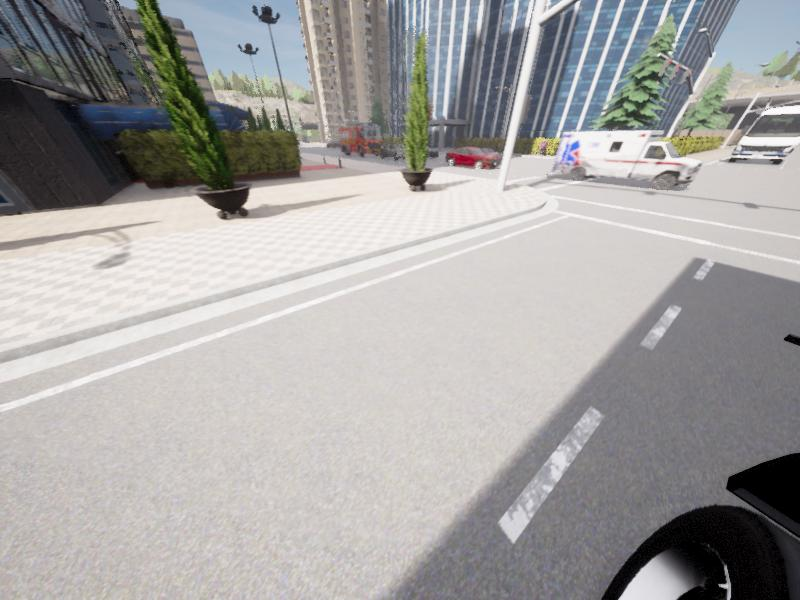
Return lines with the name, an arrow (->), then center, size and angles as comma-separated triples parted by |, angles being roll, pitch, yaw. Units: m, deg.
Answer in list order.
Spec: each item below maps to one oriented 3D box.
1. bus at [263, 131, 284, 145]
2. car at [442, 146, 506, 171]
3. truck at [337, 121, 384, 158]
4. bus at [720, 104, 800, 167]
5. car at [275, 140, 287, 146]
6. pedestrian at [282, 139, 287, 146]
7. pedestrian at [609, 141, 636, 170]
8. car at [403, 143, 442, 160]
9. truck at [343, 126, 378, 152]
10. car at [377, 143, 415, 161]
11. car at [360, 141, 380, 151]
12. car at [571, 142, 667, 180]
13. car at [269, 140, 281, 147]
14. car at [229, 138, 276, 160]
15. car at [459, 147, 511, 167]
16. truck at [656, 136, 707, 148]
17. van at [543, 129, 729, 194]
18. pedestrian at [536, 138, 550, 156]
bus -> -47.065, -60.041, 85.671 | 3.944, 4.253, 10.273 | -22, 41, -28
car -> 6.128, -12.246, 19.861 | 1.882, 1.535, 5.008 | -22, 41, -28
truck -> -5.741, -22.832, 32.979 | 2.891, 3.827, 8.468 | -22, 40, -27
bus -> 36.350, -15.775, 22.239 | 10.273, 4.253, 3.944 | -22, 41, -28
car -> -40.788, -53.730, 79.038 | 2.242, 1.667, 4.611 | -22, 41, -28
pedestrian -> -37.588, -51.280, 75.216 | 0.751, 1.860, 0.751 | -21, 40, -26
pedestrian -> 17.565, -11.414, 18.259 | 0.751, 1.860, 0.751 | -28, 44, -33
car -> 2.653, -18.593, 28.793 | 1.930, 1.638, 5.238 | -22, 41, -28
truck -> -7.887, -31.510, 45.289 | 2.891, 3.827, 8.468 | -22, 41, -28
car -> -0.522, -17.686, 27.512 | 2.242, 1.667, 4.611 | -22, 41, -28
car -> -6.468, -32.909, 49.264 | 2.128, 1.511, 4.902 | -22, 41, -28
car -> 14.259, -9.337, 15.364 | 1.905, 1.878, 3.866 | -23, 41, -28
car -> -39.280, -49.061, 72.316 | 2.033, 1.649, 4.856 | -22, 41, -28
car -> -18.618, -19.536, 29.677 | 2.390, 2.098, 6.274 | -3, 35, -4
car -> 8.137, -14.040, 22.532 | 1.994, 1.385, 4.181 | -22, 41, -28
truck -> 58.848, -33.183, 48.468 | 2.390, 2.098, 6.274 | -22, 41, -28
van -> 12.119, -7.805, 12.745 | 2.351, 2.431, 6.366 | -23, 41, -28
pedestrian -> 18.032, -19.295, 29.154 | 0.751, 1.860, 0.751 | -20, 40, -25
